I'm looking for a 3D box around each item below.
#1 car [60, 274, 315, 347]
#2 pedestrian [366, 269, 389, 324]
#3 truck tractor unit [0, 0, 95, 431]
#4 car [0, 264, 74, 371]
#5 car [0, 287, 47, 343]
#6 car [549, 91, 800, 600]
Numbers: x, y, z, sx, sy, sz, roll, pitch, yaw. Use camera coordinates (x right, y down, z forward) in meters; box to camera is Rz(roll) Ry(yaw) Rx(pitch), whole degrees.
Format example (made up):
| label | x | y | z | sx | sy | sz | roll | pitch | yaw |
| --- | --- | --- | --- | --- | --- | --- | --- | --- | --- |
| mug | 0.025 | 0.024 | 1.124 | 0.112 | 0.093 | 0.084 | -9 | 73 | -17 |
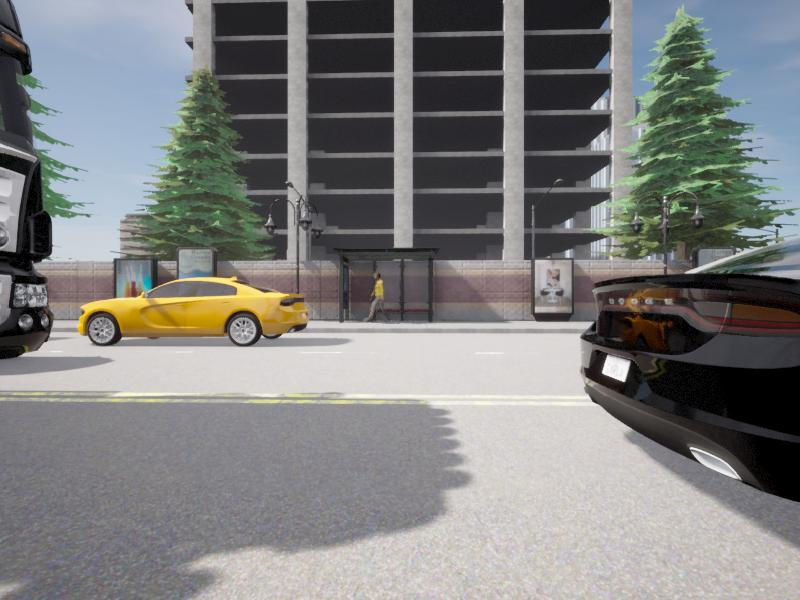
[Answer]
| label | x | y | z | sx | sy | sz | roll | pitch | yaw |
| --- | --- | --- | --- | --- | --- | --- | --- | --- | --- |
| car | -4.699 | 0.223 | 9.380 | 5.008 | 1.535 | 1.882 | 0 | 0 | 2 |
| pedestrian | -0.794 | -0.115 | 14.109 | 0.751 | 1.860 | 0.751 | 0 | 0 | -8 |
| truck tractor unit | -6.257 | -1.116 | 2.426 | 6.516 | 4.208 | 3.053 | 0 | 0 | 2 |
| car | -8.035 | 0.245 | 5.980 | 4.892 | 1.490 | 1.837 | 0 | 0 | 2 |
| car | -11.627 | 0.344 | 9.590 | 4.718 | 1.301 | 1.895 | 0 | 0 | 2 |
| car | 3.773 | 0.171 | 2.126 | 5.238 | 1.638 | 1.930 | 0 | 0 | 2 |
